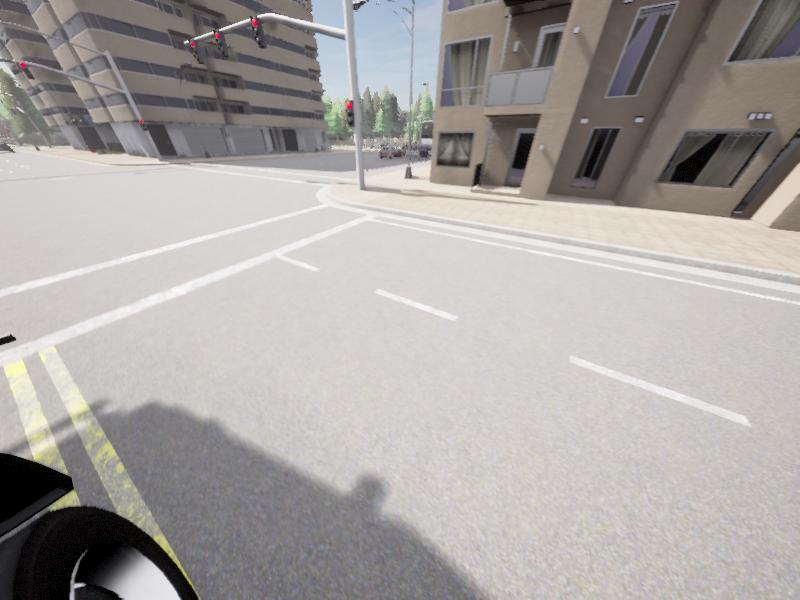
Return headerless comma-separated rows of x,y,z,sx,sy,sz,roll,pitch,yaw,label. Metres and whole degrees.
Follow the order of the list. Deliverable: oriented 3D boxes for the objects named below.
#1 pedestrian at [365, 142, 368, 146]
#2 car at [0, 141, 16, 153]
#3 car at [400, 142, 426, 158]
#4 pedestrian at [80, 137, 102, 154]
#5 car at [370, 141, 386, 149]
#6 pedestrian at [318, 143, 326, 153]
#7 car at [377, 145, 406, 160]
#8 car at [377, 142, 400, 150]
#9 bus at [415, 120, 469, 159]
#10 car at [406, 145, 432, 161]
-10.214,-47.712,70.642,0.500,1.100,0.500,21,40,26,pedestrian
-61.305,-23.443,35.366,4.674,1.442,1.812,19,39,25,car
2.019,-22.674,34.747,1.932,1.855,4.605,19,39,24,car
-41.800,-20.850,31.253,0.751,1.860,0.751,11,36,15,pedestrian
-5.592,-39.186,58.449,3.633,1.501,1.845,20,39,25,car
-13.008,-25.423,38.672,0.751,1.300,0.751,19,39,25,pedestrian
-1.050,-19.561,30.606,1.970,1.475,3.806,19,39,24,car
-2.678,-35.791,53.672,4.892,1.490,1.837,19,39,25,car
6.485,-24.133,34.822,3.944,4.253,10.273,19,39,24,bus
2.495,-19.044,29.868,1.845,1.501,3.633,19,39,24,car
